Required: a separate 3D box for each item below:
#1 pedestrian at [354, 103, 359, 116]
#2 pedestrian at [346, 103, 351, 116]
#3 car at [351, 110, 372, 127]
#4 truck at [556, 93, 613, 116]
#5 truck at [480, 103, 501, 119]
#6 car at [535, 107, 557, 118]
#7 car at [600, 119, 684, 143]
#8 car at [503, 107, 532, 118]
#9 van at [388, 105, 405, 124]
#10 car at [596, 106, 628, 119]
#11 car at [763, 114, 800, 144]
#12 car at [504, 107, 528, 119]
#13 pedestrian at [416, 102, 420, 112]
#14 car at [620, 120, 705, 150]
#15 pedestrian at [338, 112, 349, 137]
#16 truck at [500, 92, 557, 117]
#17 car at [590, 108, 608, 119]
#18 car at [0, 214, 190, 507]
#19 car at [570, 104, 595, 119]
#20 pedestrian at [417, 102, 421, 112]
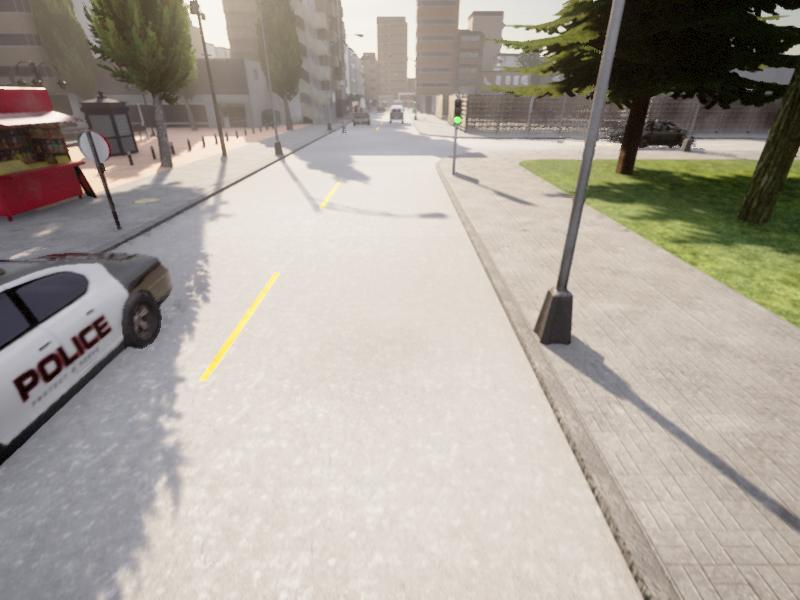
[{"bbox_3d":[-7.150,-31.275,65.775,0.751,1.860,0.751,0,27,0],"label":"pedestrian"},{"bbox_3d":[-8.725,-32.153,67.499,0.751,1.860,0.751,-2,27,-4],"label":"pedestrian"},{"bbox_3d":[-4.331,-20.753,45.763,2.007,1.525,4.514,0,27,0],"label":"car"},{"bbox_3d":[33.496,-35.718,73.086,8.468,3.827,2.891,0,27,0],"label":"truck"},{"bbox_3d":[13.604,-28.701,60.660,2.069,2.038,4.478,0,27,0],"label":"truck"},{"bbox_3d":[22.244,-28.586,60.986,1.845,1.501,3.633,0,27,0],"label":"car"},{"bbox_3d":[17.816,-12.527,29.652,4.892,1.490,1.837,0,27,0],"label":"car"},{"bbox_3d":[17.791,-28.338,60.476,3.705,1.547,1.789,0,27,0],"label":"car"},{"bbox_3d":[-0.391,-23.534,50.666,2.069,2.038,4.480,0,27,1],"label":"van"},{"bbox_3d":[31.651,-28.104,59.895,2.242,1.667,4.611,0,27,0],"label":"car"},{"bbox_3d":[30.195,-12.690,29.524,4.605,1.855,1.932,-3,27,-1],"label":"car"},{"bbox_3d":[17.564,-28.346,60.651,2.033,1.415,5.357,0,27,0],"label":"car"},{"bbox_3d":[3.664,-39.096,81.111,0.751,1.860,0.751,-4,27,-7],"label":"pedestrian"},{"bbox_3d":[16.970,-10.759,26.056,3.988,1.617,1.851,0,27,1],"label":"car"},{"bbox_3d":[-4.648,-14.397,32.868,0.751,1.860,0.751,-1,27,-1],"label":"pedestrian"},{"bbox_3d":[22.221,-33.901,69.524,8.468,3.827,2.891,0,27,0],"label":"truck"},{"bbox_3d":[29.521,-27.735,59.400,1.481,1.379,2.207,0,27,0],"label":"car"},{"bbox_3d":[-4.361,0.616,3.804,2.038,1.542,4.974,0,27,0],"label":"car"},{"bbox_3d":[27.360,-28.315,60.077,1.905,1.878,3.866,0,27,0],"label":"car"},{"bbox_3d":[3.975,-40.690,84.241,0.751,1.860,0.751,0,27,0],"label":"pedestrian"}]
